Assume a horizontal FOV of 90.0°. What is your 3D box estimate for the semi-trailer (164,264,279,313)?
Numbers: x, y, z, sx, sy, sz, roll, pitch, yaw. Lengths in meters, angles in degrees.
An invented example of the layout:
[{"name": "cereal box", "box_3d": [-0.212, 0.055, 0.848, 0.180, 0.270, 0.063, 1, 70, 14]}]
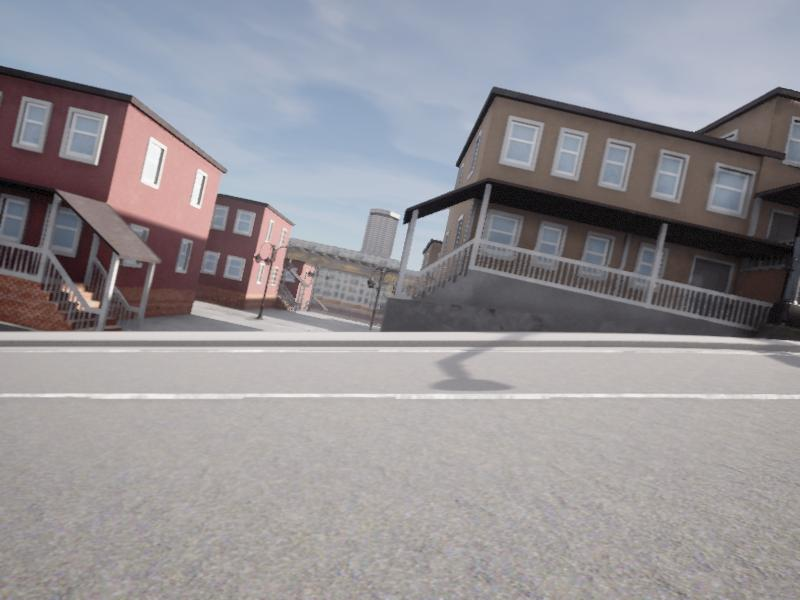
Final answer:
[{"name": "semi-trailer", "box_3d": [-25.126, -1.578, 57.023, 14.254, 4.402, 2.717, 10, 0, -9]}]
